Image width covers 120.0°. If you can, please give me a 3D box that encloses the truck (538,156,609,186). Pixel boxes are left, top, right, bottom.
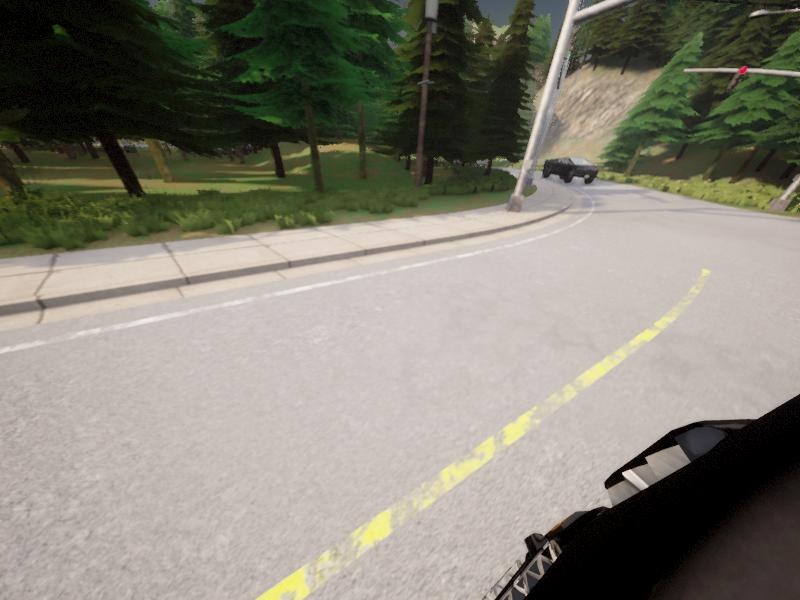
[{"bbox_3d":[16.844,-13.061,23.100,2.390,2.098,6.274,3,33,0],"label":"truck"}]
